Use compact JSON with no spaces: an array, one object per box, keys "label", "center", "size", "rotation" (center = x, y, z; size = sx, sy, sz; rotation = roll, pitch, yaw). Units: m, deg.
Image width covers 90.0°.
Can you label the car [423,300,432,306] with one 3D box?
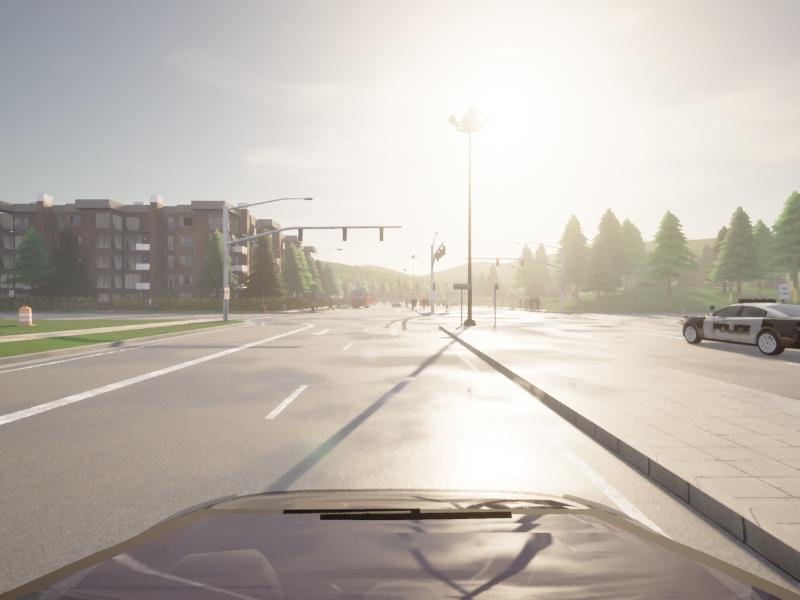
[{"label":"car","center":[7.006,0.720,103.468],"size":[1.930,1.638,5.238],"rotation":[0,0,-2]}]

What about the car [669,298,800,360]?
[{"label":"car","center":[11.476,0.771,13.033],"size":[1.930,1.638,5.238],"rotation":[0,0,0]}]

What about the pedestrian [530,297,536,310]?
[{"label":"pedestrian","center":[18.081,0.473,54.418],"size":[0.751,1.860,0.751],"rotation":[0,0,15]}]

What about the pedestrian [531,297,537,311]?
[{"label":"pedestrian","center":[17.910,0.473,53.415],"size":[0.751,1.860,0.751],"rotation":[0,0,27]}]

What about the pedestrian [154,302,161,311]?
[{"label":"pedestrian","center":[-30.756,0.865,50.715],"size":[0.500,1.100,0.500],"rotation":[0,0,5]}]

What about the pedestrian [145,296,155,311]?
[{"label":"pedestrian","center":[-31.309,0.485,50.143],"size":[0.751,1.860,0.751],"rotation":[0,0,14]}]

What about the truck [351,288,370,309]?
[{"label":"truck","center":[-7.536,-0.325,76.997],"size":[2.891,3.827,8.468],"rotation":[0,0,-1]}]

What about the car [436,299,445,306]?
[{"label":"car","center":[10.501,0.653,103.771],"size":[1.932,1.855,4.605],"rotation":[0,0,-2]}]

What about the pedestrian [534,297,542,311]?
[{"label":"pedestrian","center":[18.624,0.473,53.936],"size":[0.751,1.860,0.751],"rotation":[0,0,-37]}]
